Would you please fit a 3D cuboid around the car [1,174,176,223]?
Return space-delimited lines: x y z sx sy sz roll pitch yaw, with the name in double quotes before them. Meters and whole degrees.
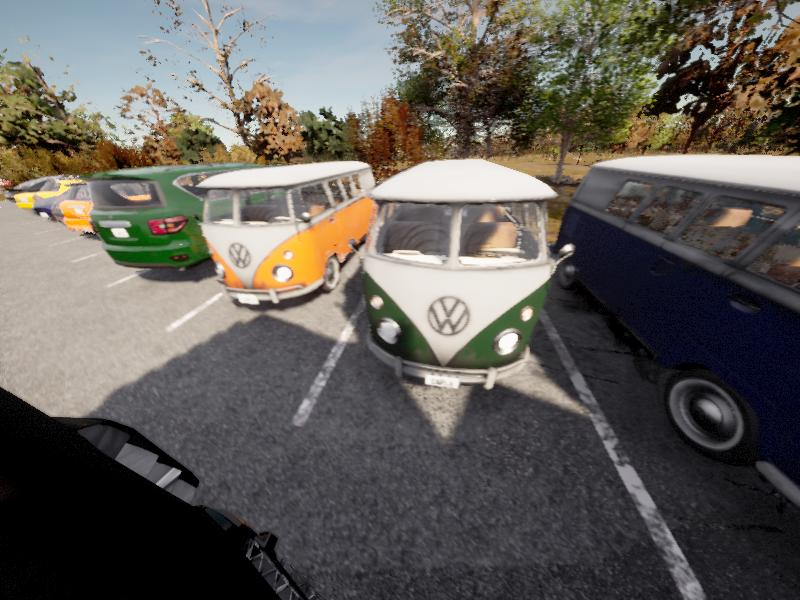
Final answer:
"car" -15.024 -5.324 11.760 2.163 1.488 4.792 4 34 9

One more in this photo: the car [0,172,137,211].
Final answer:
"car" -20.891 -7.044 14.737 2.231 1.521 4.892 4 33 10

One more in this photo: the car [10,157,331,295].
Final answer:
"car" -4.383 -2.537 6.261 2.435 2.045 5.566 4 33 10

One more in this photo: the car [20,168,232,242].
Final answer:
"car" -9.537 -3.873 8.885 2.185 1.767 4.553 4 33 10

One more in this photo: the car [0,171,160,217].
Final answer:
"car" -17.929 -6.309 13.406 1.946 1.575 5.366 4 33 10

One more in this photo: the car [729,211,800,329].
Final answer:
"car" 5.888 0.734 1.013 1.946 1.575 5.366 4 34 9

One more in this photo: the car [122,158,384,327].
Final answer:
"car" -1.830 -1.699 4.852 1.878 1.987 4.442 4 34 9

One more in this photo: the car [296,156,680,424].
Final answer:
"car" 0.745 -0.964 3.552 1.878 1.987 4.442 4 33 9

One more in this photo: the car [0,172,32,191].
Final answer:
"car" -46.039 -13.911 27.109 1.851 1.617 3.988 -30 42 -34

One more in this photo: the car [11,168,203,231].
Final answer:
"car" -12.091 -4.645 10.238 2.185 1.767 4.553 4 33 9

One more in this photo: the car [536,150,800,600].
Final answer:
"car" 3.321 -0.228 2.251 1.878 1.987 4.442 4 33 9

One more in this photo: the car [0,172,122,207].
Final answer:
"car" -23.817 -7.893 16.233 2.231 1.521 4.892 4 34 9

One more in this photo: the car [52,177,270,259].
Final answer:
"car" -6.946 -3.015 7.699 2.002 1.452 4.674 4 34 9
